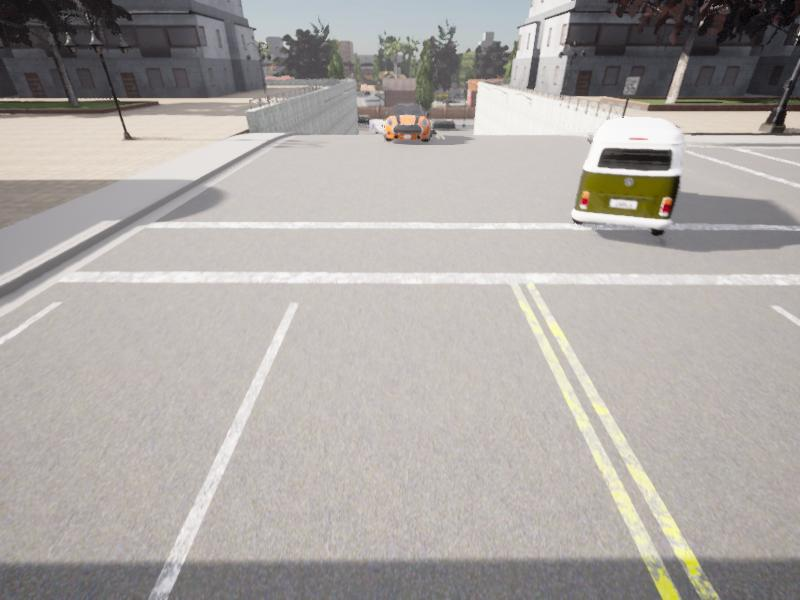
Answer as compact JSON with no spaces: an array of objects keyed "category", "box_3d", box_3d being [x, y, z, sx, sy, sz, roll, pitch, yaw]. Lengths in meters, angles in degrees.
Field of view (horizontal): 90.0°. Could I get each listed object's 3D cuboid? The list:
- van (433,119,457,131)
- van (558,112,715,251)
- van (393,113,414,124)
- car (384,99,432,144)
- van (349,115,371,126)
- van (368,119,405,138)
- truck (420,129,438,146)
[{"category":"van","box_3d":[8.737,-34.318,78.413,4.442,1.987,1.775,0,30,0]},{"category":"van","box_3d":[5.165,-2.968,9.045,2.069,2.038,4.480,12,32,24]},{"category":"van","box_3d":[0.731,-40.162,88.384,4.480,2.038,2.069,0,30,0]},{"category":"car","box_3d":[0.364,-8.928,19.819,2.097,1.767,4.553,1,28,0]},{"category":"van","box_3d":[-8.556,-38.398,85.440,4.442,1.987,1.775,0,30,0]},{"category":"van","box_3d":[-2.481,-31.470,73.391,6.366,2.431,2.351,18,35,25]},{"category":"truck","box_3d":[4.268,-24.400,59.881,2.390,2.098,6.274,0,25,0]}]
